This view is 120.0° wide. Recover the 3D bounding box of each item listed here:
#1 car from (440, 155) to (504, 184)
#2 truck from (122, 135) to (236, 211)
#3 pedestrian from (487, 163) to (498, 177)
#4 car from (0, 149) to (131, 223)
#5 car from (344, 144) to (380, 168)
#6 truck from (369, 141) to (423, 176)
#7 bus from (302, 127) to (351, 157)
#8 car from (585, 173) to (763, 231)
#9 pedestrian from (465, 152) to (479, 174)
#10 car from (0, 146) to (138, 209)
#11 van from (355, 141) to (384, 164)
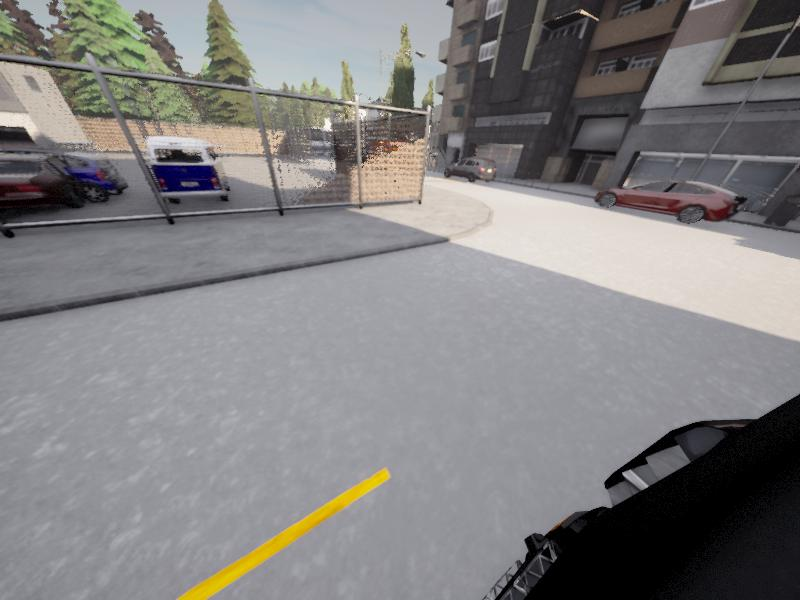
[{"bbox_3d":[5.817,-10.977,19.341,2.242,1.667,4.611,-16,38,-26],"label":"car"},{"bbox_3d":[-7.982,-5.111,9.005,2.069,2.038,4.478,-16,38,-26],"label":"truck"},{"bbox_3d":[8.813,-12.374,21.955,0.500,1.100,0.500,-17,39,-28],"label":"pedestrian"},{"bbox_3d":[-11.503,-3.959,7.560,2.033,1.415,5.357,-16,38,-26],"label":"car"},{"bbox_3d":[-4.532,-17.015,27.226,2.150,2.045,5.566,-16,38,-26],"label":"car"},{"bbox_3d":[-0.534,-13.215,21.469,2.627,2.467,5.204,-16,38,-26],"label":"truck"},{"bbox_3d":[-13.359,-29.889,43.784,3.944,4.253,10.273,8,35,10],"label":"bus"},{"bbox_3d":[12.015,-4.730,10.645,2.163,1.488,4.792,-16,38,-26],"label":"car"},{"bbox_3d":[7.282,-13.896,23.429,0.751,1.860,0.751,28,41,33],"label":"pedestrian"},{"bbox_3d":[-11.776,-4.042,7.534,3.705,1.547,1.789,-16,38,-26],"label":"car"},{"bbox_3d":[-4.537,-21.668,33.753,1.988,2.561,5.915,-16,38,-26],"label":"van"}]
